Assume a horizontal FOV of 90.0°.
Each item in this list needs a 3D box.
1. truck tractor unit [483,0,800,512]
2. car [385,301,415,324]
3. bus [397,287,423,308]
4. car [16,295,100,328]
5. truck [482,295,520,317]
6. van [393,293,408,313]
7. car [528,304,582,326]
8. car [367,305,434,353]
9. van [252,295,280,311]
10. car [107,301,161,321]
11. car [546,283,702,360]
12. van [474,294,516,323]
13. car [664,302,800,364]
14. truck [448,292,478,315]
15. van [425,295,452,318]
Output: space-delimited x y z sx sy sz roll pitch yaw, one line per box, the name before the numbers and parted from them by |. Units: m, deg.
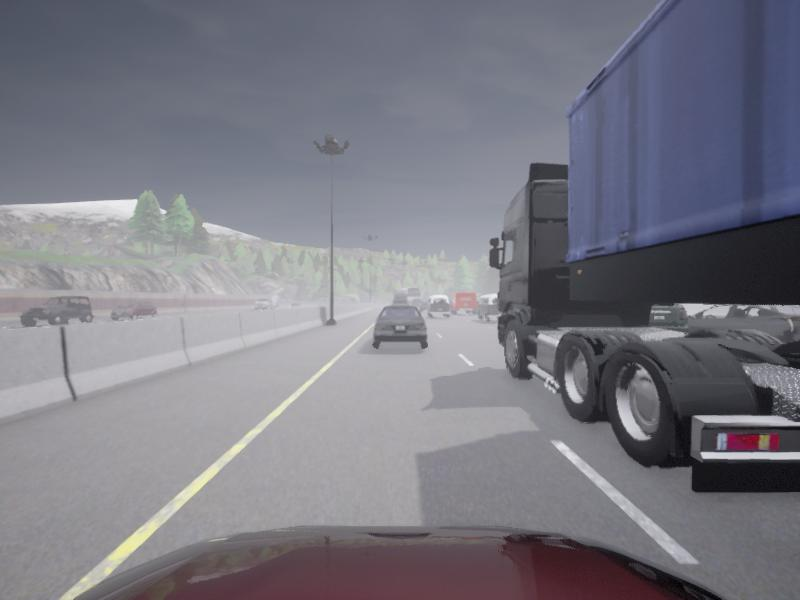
truck tractor unit | 3.512 -0.521 6.259 3.053 4.208 6.516 0 0 0
car | 0.022 0.842 29.537 2.038 1.542 4.974 0 0 0
bus | 1.993 -0.497 85.840 3.944 4.253 10.273 0 0 -8
car | -20.983 0.657 24.771 1.905 1.878 3.866 0 0 0
truck | 10.531 0.564 42.350 2.390 2.098 6.274 0 0 0
van | 0.044 0.349 54.373 1.988 2.561 5.915 0 0 0
car | 10.520 0.957 27.496 1.895 1.301 4.718 0 0 0
car | 0.012 0.902 14.725 2.033 1.411 5.357 0 0 0
van | -20.977 0.409 63.032 2.351 2.431 6.366 0 0 0
car | -20.978 0.830 31.706 1.789 1.549 3.705 0 0 0
car | 7.014 0.575 13.482 2.150 2.045 5.566 0 0 0
van | 7.023 0.587 29.980 2.069 2.038 4.480 0 0 0
car | 10.508 0.835 12.172 2.007 1.525 4.514 0 0 0
truck | 7.031 0.380 45.146 2.627 2.467 5.204 0 0 0
van | 3.526 0.589 37.239 2.069 2.038 4.480 0 0 0
